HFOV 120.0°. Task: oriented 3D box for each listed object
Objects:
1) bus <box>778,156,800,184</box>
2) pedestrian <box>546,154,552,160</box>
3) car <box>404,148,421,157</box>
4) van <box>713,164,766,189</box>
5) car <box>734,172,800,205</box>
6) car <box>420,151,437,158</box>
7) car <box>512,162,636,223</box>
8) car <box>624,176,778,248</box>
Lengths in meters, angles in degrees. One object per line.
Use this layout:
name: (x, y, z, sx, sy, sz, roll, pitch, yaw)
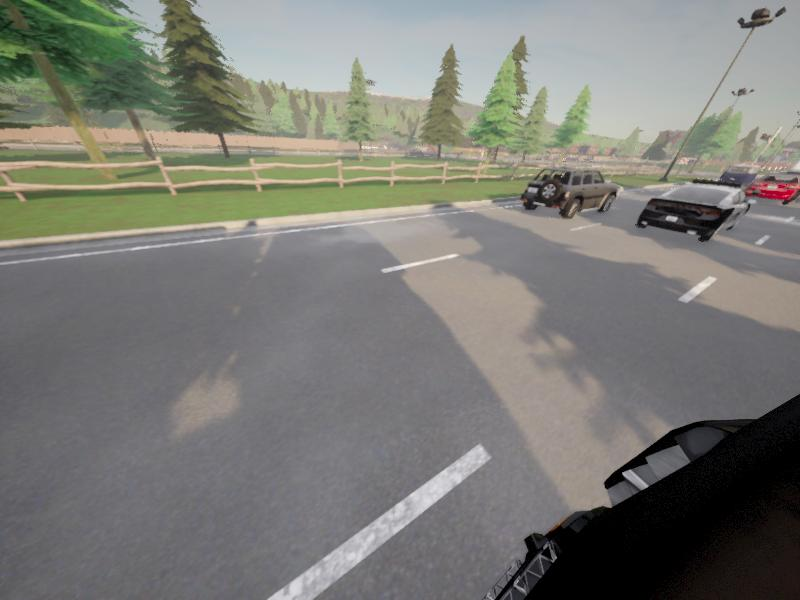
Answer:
bus: (56.941, -16.073, 28.187, 3.944, 4.253, 10.273, -16, 38, -26)
pedestrian: (52.877, -50.706, 81.923, 0.751, 1.860, 0.751, -9, 35, -17)
car: (3.700, -42.807, 66.983, 4.605, 1.855, 1.932, -16, 38, -26)
van: (34.618, -12.655, 23.571, 4.442, 1.987, 1.775, -16, 38, -26)
car: (26.188, -7.851, 16.044, 4.611, 1.667, 2.242, -16, 38, -26)
car: (7.775, -39.314, 62.437, 4.181, 1.385, 1.994, -16, 38, -26)
car: (7.416, -4.741, 9.895, 4.605, 1.855, 1.932, -16, 38, -26)
car: (10.831, -3.394, 8.313, 5.238, 1.638, 1.930, -16, 38, -26)
